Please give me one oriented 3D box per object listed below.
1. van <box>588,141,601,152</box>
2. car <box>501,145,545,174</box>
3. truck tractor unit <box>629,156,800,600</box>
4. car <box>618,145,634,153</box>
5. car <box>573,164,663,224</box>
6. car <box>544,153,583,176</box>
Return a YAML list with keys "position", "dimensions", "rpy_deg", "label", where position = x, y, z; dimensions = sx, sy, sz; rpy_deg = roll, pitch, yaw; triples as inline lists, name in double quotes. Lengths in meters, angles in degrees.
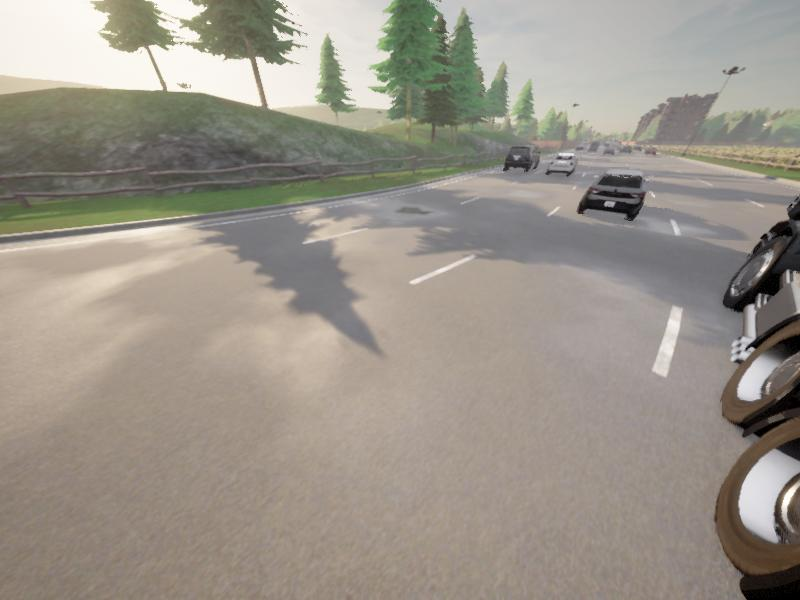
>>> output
- position: [55.315, -43.738, 65.680]
  dimensions: [1.988, 2.561, 5.915]
  rpy_deg: [22, 40, 29]
  label: "van"
- position: [11.751, -13.482, 21.963]
  dimensions: [2.150, 2.045, 5.566]
  rpy_deg: [23, 40, 29]
  label: "car"
- position: [4.914, -0.459, 1.021]
  dimensions: [6.516, 4.208, 3.053]
  rpy_deg: [-26, 42, -32]
  label: "truck tractor unit"
- position: [58.187, -38.830, 59.442]
  dimensions: [2.242, 1.667, 4.611]
  rpy_deg: [22, 40, 29]
  label: "car"
- position: [8.606, -4.417, 9.233]
  dimensions: [1.816, 1.474, 4.193]
  rpy_deg: [25, 42, 31]
  label: "car"
- position: [14.256, -11.853, 20.090]
  dimensions: [1.970, 1.475, 3.806]
  rpy_deg: [23, 40, 29]
  label: "car"
